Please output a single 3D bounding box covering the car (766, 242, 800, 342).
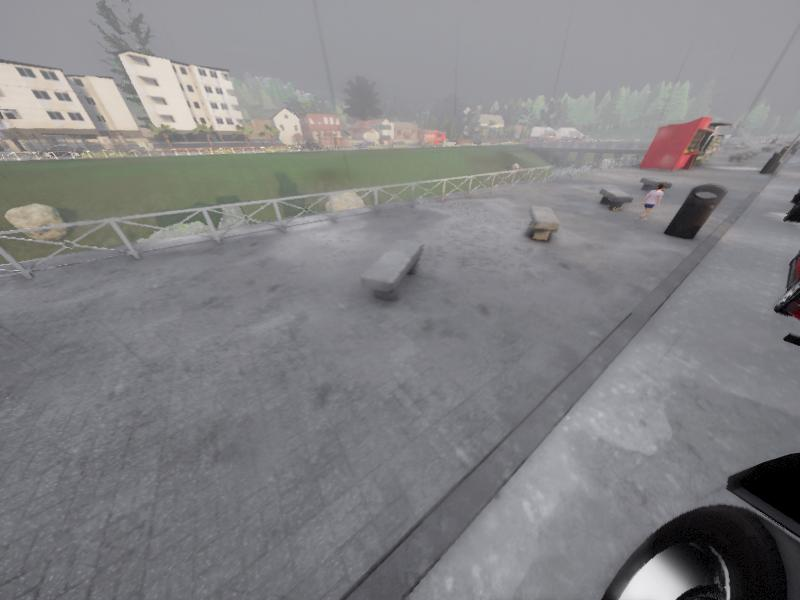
[{"bbox_3d":[7.475,-0.353,3.160,4.181,1.385,1.994,-22,41,-27],"label":"car"}]

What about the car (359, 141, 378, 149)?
[{"bbox_3d":[-7.611,-37.565,55.951,4.193,1.474,1.816,-22,41,-28],"label":"car"}]

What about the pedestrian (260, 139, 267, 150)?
[{"bbox_3d":[-30.406,-34.743,51.578,0.751,1.860,0.751,-15,38,-20],"label":"pedestrian"}]

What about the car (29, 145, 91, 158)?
[{"bbox_3d":[-51.501,-22.670,35.165,4.892,1.490,1.837,-21,40,-27],"label":"car"}]

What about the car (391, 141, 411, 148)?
[{"bbox_3d":[0.364,-40.762,60.427,4.792,1.488,2.163,-22,41,-28],"label":"car"}]

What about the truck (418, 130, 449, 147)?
[{"bbox_3d":[9.361,-45.333,64.796,8.468,3.827,2.891,-22,41,-28],"label":"truck"}]

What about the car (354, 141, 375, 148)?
[{"bbox_3d":[-8.939,-39.839,59.170,4.892,1.490,1.837,-22,41,-28],"label":"car"}]

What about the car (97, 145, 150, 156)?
[{"bbox_3d":[-45.800,-25.001,38.512,5.357,1.411,2.033,-22,41,-27],"label":"car"}]

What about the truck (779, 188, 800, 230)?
[{"bbox_3d":[14.661,-3.536,6.986,6.274,2.098,2.390,-22,40,-27],"label":"truck"}]

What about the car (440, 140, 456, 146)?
[{"bbox_3d":[15.169,-49.434,72.758,4.718,1.301,1.895,-22,41,-28],"label":"car"}]

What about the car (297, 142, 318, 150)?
[{"bbox_3d":[-20.931,-34.981,52.471,3.806,1.475,1.970,-22,41,-28],"label":"car"}]

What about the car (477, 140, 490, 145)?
[{"bbox_3d":[29.244,-55.117,80.633,3.806,1.475,1.970,-22,41,-28],"label":"car"}]

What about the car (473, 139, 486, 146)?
[{"bbox_3d":[25.639,-50.925,74.596,3.988,1.617,1.851,-22,41,-28],"label":"car"}]

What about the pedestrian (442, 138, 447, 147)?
[{"bbox_3d":[11.784,-41.952,61.471,0.751,1.860,0.751,-23,41,-28],"label":"pedestrian"}]

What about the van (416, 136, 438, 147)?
[{"bbox_3d":[8.046,-47.040,68.437,6.366,2.431,2.351,-22,41,-28],"label":"van"}]

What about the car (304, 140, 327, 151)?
[{"bbox_3d":[-18.203,-33.479,49.886,3.866,1.878,1.905,-22,41,-28],"label":"car"}]

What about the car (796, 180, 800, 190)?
[{"bbox_3d":[22.567,-6.470,11.596,4.902,1.511,2.128,-22,40,-27],"label":"car"}]

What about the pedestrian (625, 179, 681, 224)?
[{"bbox_3d":[7.338,-2.876,6.750,0.500,1.100,0.500,-6,36,-9],"label":"pedestrian"}]
